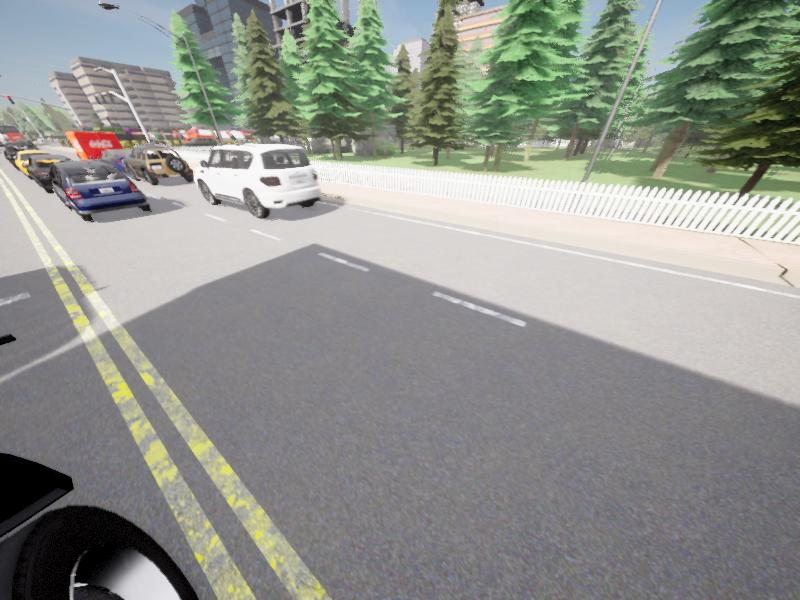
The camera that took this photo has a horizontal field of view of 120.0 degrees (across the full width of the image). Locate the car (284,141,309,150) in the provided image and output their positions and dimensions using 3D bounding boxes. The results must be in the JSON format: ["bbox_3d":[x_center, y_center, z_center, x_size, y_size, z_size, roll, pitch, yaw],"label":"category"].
[{"bbox_3d":[-22.718,-34.193,50.915,2.007,1.525,4.514,20,40,26],"label":"car"}]

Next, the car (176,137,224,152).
[{"bbox_3d":[-34.801,-27.240,40.478,2.150,2.045,5.566,20,40,26],"label":"car"}]

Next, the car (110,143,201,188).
[{"bbox_3d":[-13.924,-7.764,13.174,4.605,1.855,1.932,21,40,27],"label":"car"}]

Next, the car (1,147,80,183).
[{"bbox_3d":[-22.851,-8.696,14.673,5.366,1.575,1.801,21,40,27],"label":"car"}]

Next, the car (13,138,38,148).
[{"bbox_3d":[-78.395,-32.801,48.323,5.238,1.638,1.930,21,40,27],"label":"car"}]

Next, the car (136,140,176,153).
[{"bbox_3d":[-40.617,-25.646,38.544,1.851,1.617,3.988,22,41,28],"label":"car"}]

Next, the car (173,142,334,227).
[{"bbox_3d":[-5.352,-4.492,8.461,5.566,2.045,2.150,21,40,27],"label":"car"}]

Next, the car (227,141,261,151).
[{"bbox_3d":[-30.814,-30.637,45.784,2.038,1.542,4.974,20,40,26],"label":"car"}]

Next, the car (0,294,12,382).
[{"bbox_3d":[-6.548,0.121,2.399,3.806,1.475,1.970,21,40,27],"label":"car"}]

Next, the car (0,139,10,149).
[{"bbox_3d":[-80.055,-30.946,45.837,4.514,1.525,2.007,21,40,27],"label":"car"}]

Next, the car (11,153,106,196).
[{"bbox_3d":[-17.049,-6.390,11.545,4.193,1.474,1.816,21,40,27],"label":"car"}]

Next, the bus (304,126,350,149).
[{"bbox_3d":[-17.612,-40.058,56.906,3.944,4.253,10.273,20,40,26],"label":"bus"}]

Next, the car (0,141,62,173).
[{"bbox_3d":[-28.704,-11.101,17.774,4.605,1.855,1.932,21,40,27],"label":"car"}]

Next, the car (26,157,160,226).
[{"bbox_3d":[-10.578,-3.900,8.005,3.705,1.549,1.789,21,40,27],"label":"car"}]

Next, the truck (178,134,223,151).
[{"bbox_3d":[-36.919,-29.260,42.967,2.627,2.467,5.204,20,39,26],"label":"truck"}]

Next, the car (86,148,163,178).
[{"bbox_3d":[-19.353,-9.717,16.241,4.792,1.488,2.163,21,40,27],"label":"car"}]

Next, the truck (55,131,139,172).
[{"bbox_3d":[-24.650,-12.188,18.840,5.204,2.467,2.627,21,40,27],"label":"truck"}]

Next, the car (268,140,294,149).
[{"bbox_3d":[-28.104,-36.905,54.604,2.033,1.649,4.856,20,40,26],"label":"car"}]

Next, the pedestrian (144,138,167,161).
[{"bbox_3d":[-24.031,-14.767,22.730,0.751,1.860,0.751,21,40,27],"label":"pedestrian"}]
